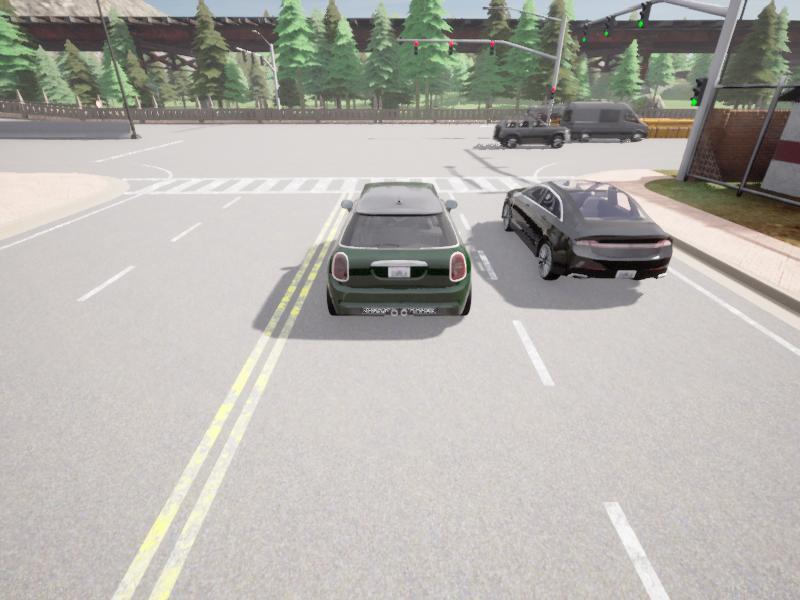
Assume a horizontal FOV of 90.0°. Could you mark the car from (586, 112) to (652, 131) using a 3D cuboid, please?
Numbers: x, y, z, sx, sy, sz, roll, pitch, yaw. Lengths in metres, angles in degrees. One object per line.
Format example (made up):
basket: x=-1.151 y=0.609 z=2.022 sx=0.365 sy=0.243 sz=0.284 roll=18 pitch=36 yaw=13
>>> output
car: x=20.689 y=-16.966 z=37.946 sx=4.902 sy=1.511 sz=2.128 roll=-1 pitch=27 yaw=-2

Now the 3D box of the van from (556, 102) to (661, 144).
van: x=14.480 y=-12.522 z=28.181 sx=5.915 sy=2.561 sz=1.988 roll=-1 pitch=27 yaw=-2

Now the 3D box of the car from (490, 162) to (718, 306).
car: x=3.489 y=-1.700 z=8.259 sx=2.128 sy=1.511 sz=4.902 roll=0 pitch=27 yaw=0

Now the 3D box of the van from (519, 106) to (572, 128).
van: x=14.742 y=-18.689 z=40.777 sx=4.442 sy=1.987 sz=1.775 roll=-1 pitch=27 yaw=-2

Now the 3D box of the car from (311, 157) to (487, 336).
car: x=-0.013 y=-1.323 z=7.216 sx=2.097 sy=1.767 sz=4.553 roll=0 pitch=27 yaw=0

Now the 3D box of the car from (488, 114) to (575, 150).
car: x=8.114 y=-10.531 z=25.036 sx=4.605 sy=1.855 sz=1.932 roll=-1 pitch=27 yaw=-1

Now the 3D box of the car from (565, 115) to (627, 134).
car: x=16.945 y=-15.244 z=34.754 sx=4.181 sy=1.385 sz=1.994 roll=-1 pitch=27 yaw=-2
